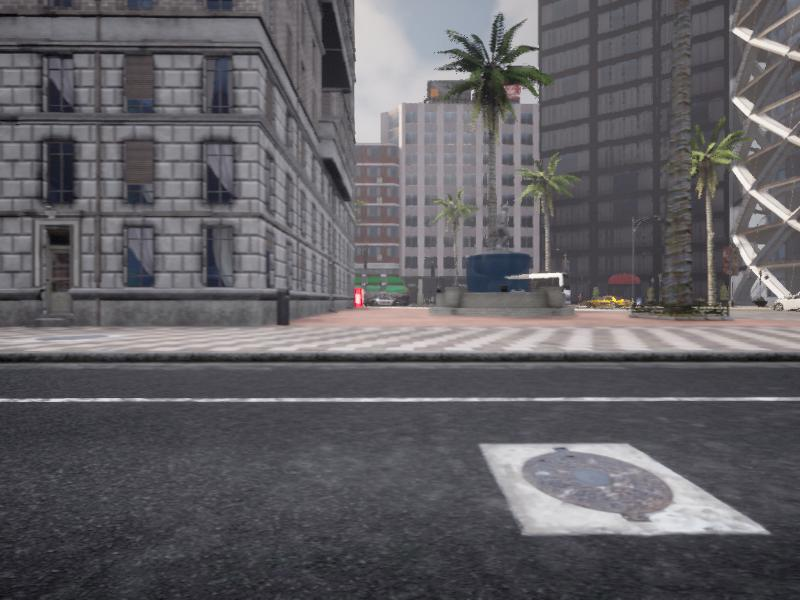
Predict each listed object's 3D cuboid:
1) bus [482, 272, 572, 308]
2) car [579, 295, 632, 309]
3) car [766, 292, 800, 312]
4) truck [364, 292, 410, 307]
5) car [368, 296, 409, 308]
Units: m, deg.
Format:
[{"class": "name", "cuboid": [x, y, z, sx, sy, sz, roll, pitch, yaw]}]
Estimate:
[{"class": "bus", "cuboid": [16.078, -1.138, 51.156, 10.273, 4.253, 3.944, 0, -1, 37]}, {"class": "car", "cuboid": [24.727, 0.198, 48.287, 1.801, 1.575, 5.366, 0, 0, -43]}, {"class": "car", "cuboid": [33.850, 0.152, 33.163, 2.242, 1.667, 4.611, 0, 0, -17]}, {"class": "truck", "cuboid": [-1.850, -0.058, 58.742, 6.274, 2.098, 2.390, 0, 0, 13]}, {"class": "car", "cuboid": [-1.461, 0.226, 51.549, 4.974, 1.542, 2.038, 0, 0, 13]}]
